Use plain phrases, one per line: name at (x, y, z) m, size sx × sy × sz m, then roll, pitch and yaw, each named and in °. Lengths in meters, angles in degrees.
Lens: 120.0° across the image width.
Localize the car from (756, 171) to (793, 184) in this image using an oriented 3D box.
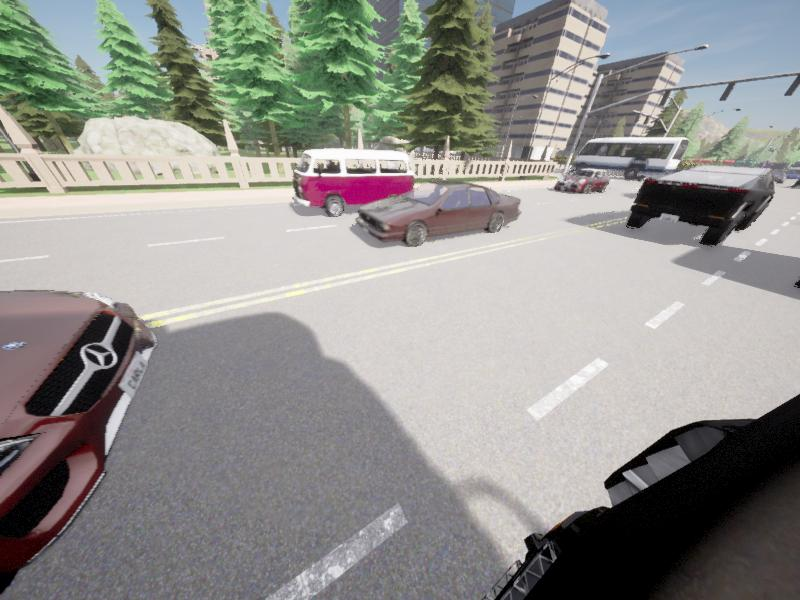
car at (56.275, -18.469, 34.693) m, size 4.974 × 1.542 × 2.038 m, roll -16°, pitch 38°, yaw -26°

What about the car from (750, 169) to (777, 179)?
car at (74.330, -25.836, 47.188) m, size 4.974 × 1.542 × 2.038 m, roll -16°, pitch 38°, yaw -26°

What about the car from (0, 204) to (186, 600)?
car at (-4.359, 0.985, 0.660) m, size 5.027 × 1.651 × 2.152 m, roll -16°, pitch 38°, yaw -26°

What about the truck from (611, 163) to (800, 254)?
truck at (10.975, -3.567, 8.275) m, size 6.274 × 2.098 × 2.390 m, roll -16°, pitch 38°, yaw -26°

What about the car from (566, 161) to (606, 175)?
car at (28.147, -20.129, 35.119) m, size 1.816 × 1.474 × 4.193 m, roll -16°, pitch 38°, yaw -26°

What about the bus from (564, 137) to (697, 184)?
bus at (27.753, -17.730, 28.960) m, size 3.944 × 4.253 × 10.273 m, roll -16°, pitch 38°, yaw -26°

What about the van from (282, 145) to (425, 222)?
van at (-1.607, -4.441, 8.674) m, size 4.480 × 2.038 × 2.069 m, roll -16°, pitch 38°, yaw -26°

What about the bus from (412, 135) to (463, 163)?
bus at (7.085, -30.266, 46.238) m, size 3.944 × 4.253 × 10.273 m, roll -16°, pitch 38°, yaw -26°

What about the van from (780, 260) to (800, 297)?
van at (10.403, -1.122, 4.652) m, size 4.442 × 1.987 × 1.775 m, roll -16°, pitch 38°, yaw -26°

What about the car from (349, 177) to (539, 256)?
car at (1.424, -2.806, 7.026) m, size 5.357 × 1.411 × 2.033 m, roll -16°, pitch 38°, yaw -26°

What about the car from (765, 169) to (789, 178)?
car at (89.451, -30.153, 54.818) m, size 4.856 × 1.649 × 2.033 m, roll -16°, pitch 38°, yaw -26°

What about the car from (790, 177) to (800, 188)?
car at (52.167, -15.086, 29.235) m, size 5.238 × 1.638 × 1.930 m, roll -16°, pitch 38°, yaw -26°

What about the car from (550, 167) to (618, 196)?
car at (12.790, -8.300, 16.107) m, size 3.806 × 1.475 × 1.970 m, roll -16°, pitch 38°, yaw -26°

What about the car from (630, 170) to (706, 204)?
car at (17.437, -7.439, 15.054) m, size 3.988 × 1.617 × 1.851 m, roll -16°, pitch 38°, yaw -26°

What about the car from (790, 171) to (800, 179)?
car at (92.120, -28.593, 52.858) m, size 4.902 × 1.511 × 2.128 m, roll -16°, pitch 38°, yaw -26°

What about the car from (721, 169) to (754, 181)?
car at (53.954, -19.988, 36.925) m, size 4.514 × 1.525 × 2.007 m, roll -16°, pitch 38°, yaw -26°
